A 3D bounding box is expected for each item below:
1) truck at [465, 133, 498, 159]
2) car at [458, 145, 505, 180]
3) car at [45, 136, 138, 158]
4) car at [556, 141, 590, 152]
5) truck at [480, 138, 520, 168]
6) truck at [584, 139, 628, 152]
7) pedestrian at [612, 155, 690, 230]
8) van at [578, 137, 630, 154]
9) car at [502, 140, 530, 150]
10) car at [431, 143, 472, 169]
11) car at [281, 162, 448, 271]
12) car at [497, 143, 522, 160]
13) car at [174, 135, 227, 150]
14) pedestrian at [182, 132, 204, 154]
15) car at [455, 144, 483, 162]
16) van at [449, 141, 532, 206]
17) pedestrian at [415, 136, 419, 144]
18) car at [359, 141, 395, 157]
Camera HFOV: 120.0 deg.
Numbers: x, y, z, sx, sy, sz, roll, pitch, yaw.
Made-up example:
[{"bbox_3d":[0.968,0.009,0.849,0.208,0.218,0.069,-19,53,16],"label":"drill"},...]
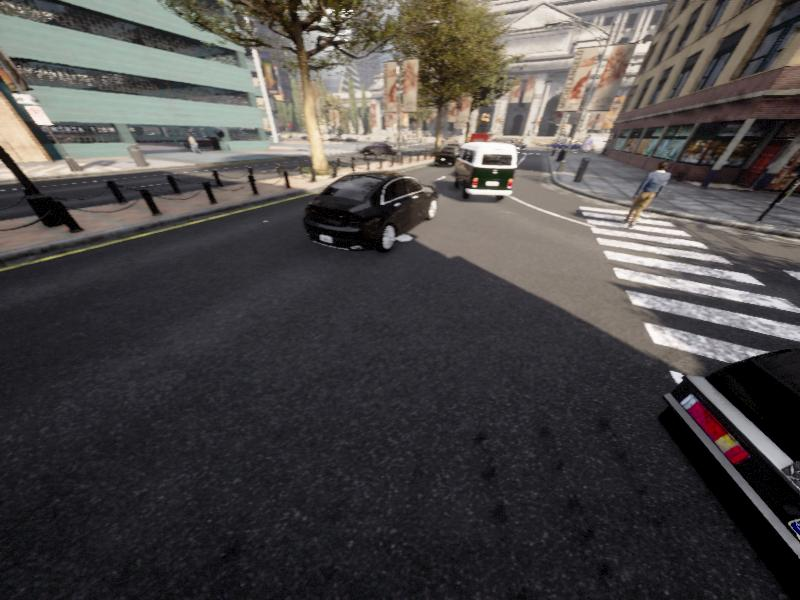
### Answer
[{"bbox_3d":[10.598,-19.976,29.835,2.627,2.467,5.204,17,39,21],"label":"truck"},{"bbox_3d":[5.879,-9.841,16.332,1.930,1.638,5.238,17,39,21],"label":"car"},{"bbox_3d":[-28.914,-14.617,21.937,2.161,1.482,4.786,17,39,21],"label":"car"},{"bbox_3d":[34.317,-30.610,46.013,5.027,1.651,2.152,18,39,21],"label":"car"},{"bbox_3d":[9.880,-14.533,22.573,2.390,2.098,6.274,17,39,21],"label":"truck"},{"bbox_3d":[43.142,-32.622,48.650,6.274,2.098,2.390,18,39,21],"label":"truck"},{"bbox_3d":[7.334,-3.183,6.899,0.751,1.860,0.751,22,41,26],"label":"pedestrian"},{"bbox_3d":[36.523,-27.937,41.676,6.366,2.431,2.351,15,38,19],"label":"van"},{"bbox_3d":[23.603,-31.710,47.193,4.611,1.667,2.242,17,39,21],"label":"car"},{"bbox_3d":[4.748,-13.051,20.758,1.930,1.638,5.238,17,39,21],"label":"car"},{"bbox_3d":[-0.400,-2.705,6.366,1.837,1.490,4.892,17,39,21],"label":"car"},{"bbox_3d":[13.810,-18.730,29.018,2.128,1.511,4.902,17,39,21],"label":"car"},{"bbox_3d":[-27.310,-21.754,31.826,2.128,1.511,4.902,17,39,21],"label":"car"},{"bbox_3d":[-21.273,-16.134,23.799,0.751,1.860,0.751,13,37,16],"label":"pedestrian"},{"bbox_3d":[7.623,-16.225,25.389,1.970,1.475,3.806,17,39,21],"label":"car"},{"bbox_3d":[3.719,-5.995,10.586,2.069,2.038,4.480,2,36,2],"label":"van"},{"bbox_3d":[4.656,-43.403,62.680,0.751,1.860,0.751,12,37,15],"label":"pedestrian"},{"bbox_3d":[-2.787,-19.208,29.302,2.033,1.411,5.357,17,39,21],"label":"car"}]
